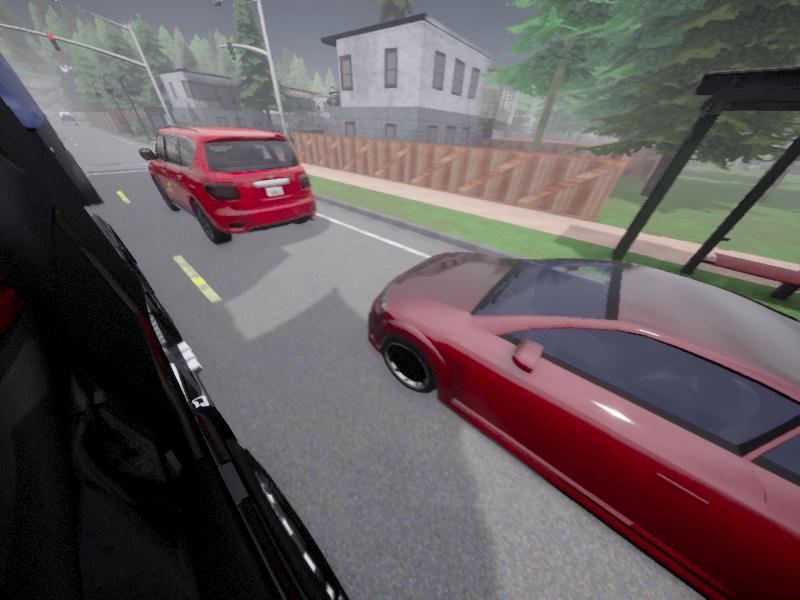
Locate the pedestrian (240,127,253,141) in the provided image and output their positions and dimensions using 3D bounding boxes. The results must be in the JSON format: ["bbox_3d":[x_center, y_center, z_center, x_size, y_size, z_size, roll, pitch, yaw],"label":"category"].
[{"bbox_3d":[-18.835,-20.372,28.329,0.751,1.300,0.751,21,40,23],"label":"pedestrian"}]

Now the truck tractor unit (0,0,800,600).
[{"bbox_3d":[-2.645,-0.295,0.352,6.516,4.208,3.053,28,44,30],"label":"truck tractor unit"}]

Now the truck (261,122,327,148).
[{"bbox_3d":[-11.589,-18.552,25.988,2.390,2.098,6.274,22,41,23],"label":"truck"}]

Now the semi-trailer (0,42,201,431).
[{"bbox_3d":[-8.693,-3.608,4.236,14.254,4.402,2.717,28,44,30],"label":"semi-trailer"}]

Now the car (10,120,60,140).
[{"bbox_3d":[-34.199,-16.004,21.739,4.181,1.385,1.994,28,44,30],"label":"car"}]

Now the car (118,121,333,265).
[{"bbox_3d":[-4.442,-3.097,5.812,5.566,2.045,2.150,28,44,30],"label":"car"}]

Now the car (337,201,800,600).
[{"bbox_3d":[1.658,0.445,2.030,4.181,1.385,1.994,28,44,30],"label":"car"}]
